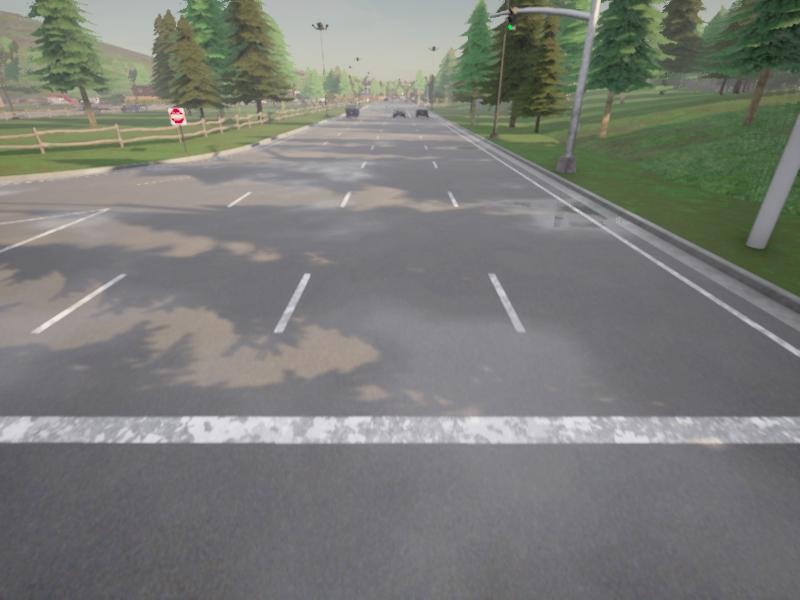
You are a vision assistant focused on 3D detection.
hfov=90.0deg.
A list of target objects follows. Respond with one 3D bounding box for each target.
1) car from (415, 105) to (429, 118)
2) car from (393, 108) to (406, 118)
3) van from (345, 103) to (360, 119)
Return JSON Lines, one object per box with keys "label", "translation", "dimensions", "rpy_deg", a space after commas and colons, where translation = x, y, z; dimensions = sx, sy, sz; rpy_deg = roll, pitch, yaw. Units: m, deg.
{"label": "car", "translation": [3.382, -29.440, 62.407], "dimensions": [1.930, 1.638, 5.238], "rpy_deg": [0, 27, 0]}
{"label": "car", "translation": [-0.116, -28.906, 61.742], "dimensions": [1.895, 1.301, 4.718], "rpy_deg": [0, 27, 0]}
{"label": "van", "translation": [-7.115, -28.680, 60.574], "dimensions": [1.775, 1.987, 4.442], "rpy_deg": [0, 27, 0]}
